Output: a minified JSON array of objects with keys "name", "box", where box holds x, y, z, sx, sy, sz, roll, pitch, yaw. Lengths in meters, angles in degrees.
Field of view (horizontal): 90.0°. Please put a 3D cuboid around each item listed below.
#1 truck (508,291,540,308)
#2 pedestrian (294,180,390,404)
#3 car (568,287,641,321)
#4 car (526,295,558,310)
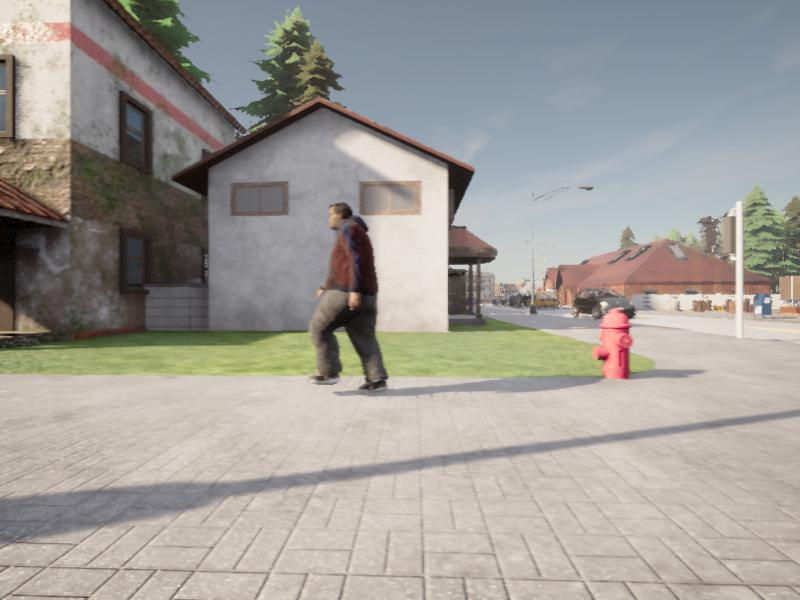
[{"name":"truck","box":[15.670,-0.064,50.958,2.390,2.098,6.274,0,0,2]},{"name":"pedestrian","box":[-0.497,-0.064,3.711,0.751,1.860,0.751,0,0,3]},{"name":"car","box":[10.490,0.180,20.876,1.851,1.617,3.988,0,0,2]},{"name":"car","box":[15.381,0.215,43.498,1.882,1.535,5.008,0,0,2]}]
